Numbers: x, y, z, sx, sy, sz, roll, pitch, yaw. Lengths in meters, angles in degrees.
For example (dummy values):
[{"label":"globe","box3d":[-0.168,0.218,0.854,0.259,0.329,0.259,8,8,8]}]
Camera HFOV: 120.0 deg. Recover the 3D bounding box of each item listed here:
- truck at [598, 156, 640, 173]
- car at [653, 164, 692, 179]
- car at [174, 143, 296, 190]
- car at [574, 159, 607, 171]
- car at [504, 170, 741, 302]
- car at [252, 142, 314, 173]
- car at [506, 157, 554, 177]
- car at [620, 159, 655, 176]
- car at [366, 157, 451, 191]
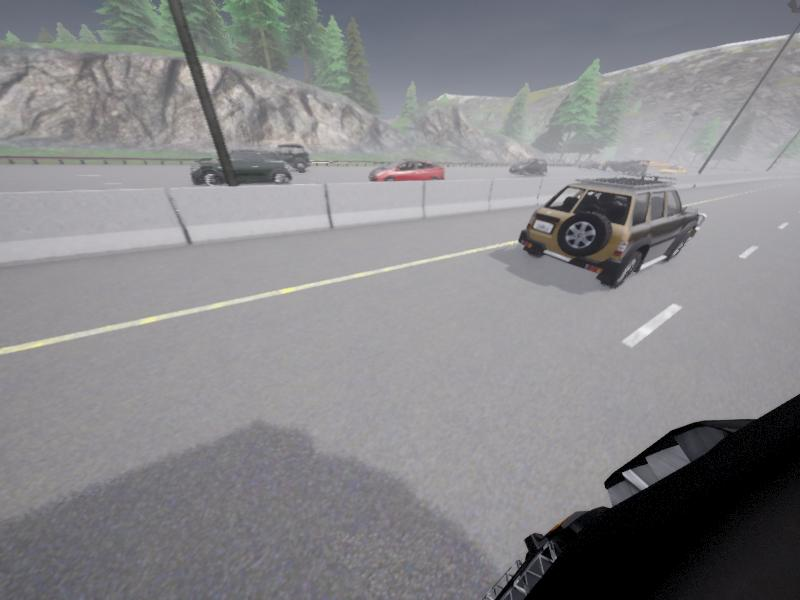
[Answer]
[{"label":"truck","box3d":[35.477,-21.878,37.360,6.274,2.098,2.390,-16,38,-26]},{"label":"car","box3d":[37.659,-17.785,31.899,5.366,1.575,1.801,-16,38,-26]},{"label":"car","box3d":[-8.215,-6.989,12.075,4.553,1.767,2.097,-16,38,-26]},{"label":"car","box3d":[32.514,-23.042,39.391,4.902,1.511,2.128,-16,38,-26]},{"label":"car","box3d":[4.982,-1.787,5.277,4.605,1.855,1.932,-16,38,-26]},{"label":"car","box3d":[-9.166,-11.263,18.282,3.866,1.878,1.905,-16,38,-26]},{"label":"car","box3d":[14.033,-14.451,25.081,3.988,1.617,1.851,-8,35,-15]},{"label":"car","box3d":[34.409,-19.235,33.527,3.866,1.878,1.905,-16,38,-26]},{"label":"car","box3d":[0.456,-7.564,13.841,4.514,1.525,2.007,-10,36,-18]}]
